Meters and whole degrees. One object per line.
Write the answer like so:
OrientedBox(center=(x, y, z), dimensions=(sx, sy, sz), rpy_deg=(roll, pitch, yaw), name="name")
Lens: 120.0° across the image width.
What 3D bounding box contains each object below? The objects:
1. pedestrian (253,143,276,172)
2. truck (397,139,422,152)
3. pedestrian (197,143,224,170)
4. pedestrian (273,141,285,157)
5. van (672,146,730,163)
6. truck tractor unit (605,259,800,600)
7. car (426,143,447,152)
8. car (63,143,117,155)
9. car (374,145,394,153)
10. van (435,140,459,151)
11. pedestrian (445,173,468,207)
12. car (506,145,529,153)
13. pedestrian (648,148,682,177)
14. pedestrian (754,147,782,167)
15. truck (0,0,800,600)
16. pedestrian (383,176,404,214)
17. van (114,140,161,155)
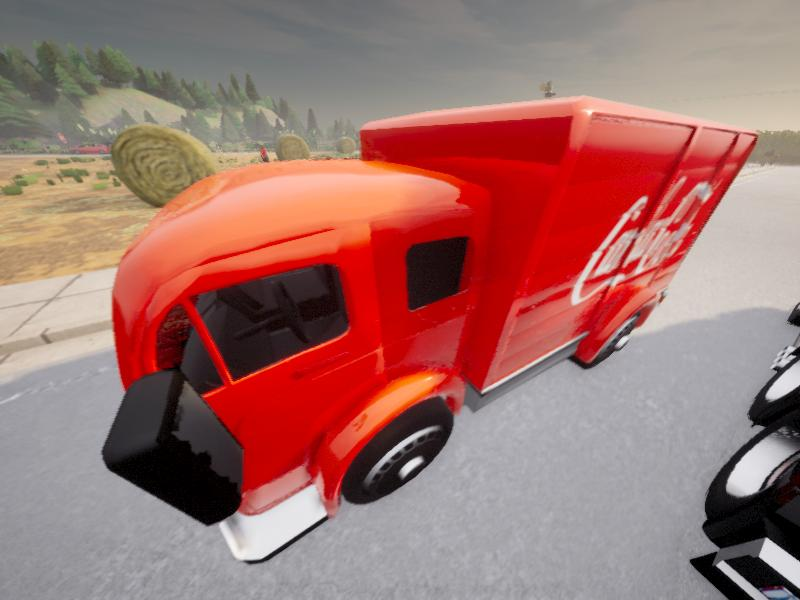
OrientedBox(center=(-10.583, -11.158, 18.100), dimensions=(0.751, 1.860, 0.751), rpy_deg=(5, 35, 6), name="pedestrian")
OrientedBox(center=(2.132, -36.250, 54.339), dimensions=(5.204, 2.467, 2.627), rpy_deg=(-15, 38, -22), name="truck")
OrientedBox(center=(-15.253, -11.584, 18.647), dimensions=(0.751, 1.860, 0.751), rpy_deg=(11, 36, 15), name="pedestrian")
OrientedBox(center=(-17.277, -21.489, 32.936), dimensions=(0.751, 1.860, 0.751), rpy_deg=(14, 37, 18), name="pedestrian")
OrientedBox(center=(44.786, -21.822, 34.530), dimensions=(2.069, 2.038, 4.480), rpy_deg=(-18, 39, -24), name="van")
OrientedBox(center=(5.086, -0.326, 0.807), dimensions=(6.516, 4.208, 3.053), rpy_deg=(-19, 38, -24), name="truck tractor unit")
OrientedBox(center=(9.107, -37.915, 57.446), dimensions=(4.553, 1.767, 2.097), rpy_deg=(-16, 38, -22), name="car")
OrientedBox(center=(-48.823, -23.888, 36.553), dimensions=(4.514, 1.525, 2.007), rpy_deg=(-16, 38, -22), name="car")
OrientedBox(center=(-3.633, -34.234, 52.219), dimensions=(4.193, 1.474, 1.816), rpy_deg=(-16, 38, -22), name="car")
OrientedBox(center=(12.657, -41.495, 62.023), dimensions=(5.915, 2.561, 1.988), rpy_deg=(-16, 38, -22), name="van")
OrientedBox(center=(2.196, -4.297, 9.033), dimensions=(0.500, 1.100, 0.500), rpy_deg=(-16, 38, -22), name="pedestrian")
OrientedBox(center=(30.887, -39.920, 60.954), dimensions=(2.038, 1.542, 4.974), rpy_deg=(-16, 38, -23), name="car")
OrientedBox(center=(19.800, -10.290, 17.290), dimensions=(0.751, 1.860, 0.751), rpy_deg=(-19, 39, -26), name="pedestrian")
OrientedBox(center=(40.627, -15.771, 25.519), dimensions=(0.751, 1.860, 0.751), rpy_deg=(-16, 38, -22), name="pedestrian")
OrientedBox(center=(0.787, -0.443, 2.542), dimensions=(5.204, 2.467, 2.627), rpy_deg=(-18, 39, -25), name="truck")
OrientedBox(center=(-0.223, -3.667, 8.089), dimensions=(0.500, 1.100, 0.500), rpy_deg=(30, 44, 35), name="pedestrian")
OrientedBox(center=(-43.637, -25.521, 38.587), dimensions=(4.442, 1.987, 1.775), rpy_deg=(-16, 38, -22), name="van")
